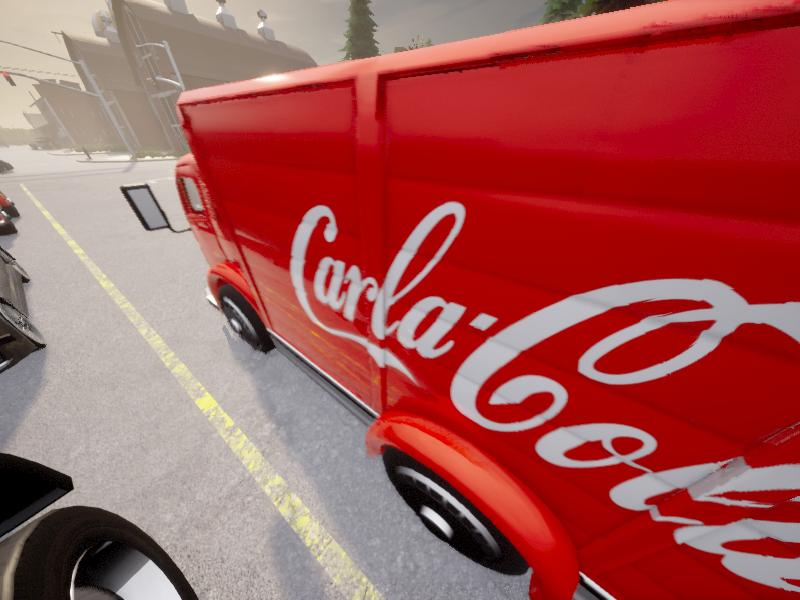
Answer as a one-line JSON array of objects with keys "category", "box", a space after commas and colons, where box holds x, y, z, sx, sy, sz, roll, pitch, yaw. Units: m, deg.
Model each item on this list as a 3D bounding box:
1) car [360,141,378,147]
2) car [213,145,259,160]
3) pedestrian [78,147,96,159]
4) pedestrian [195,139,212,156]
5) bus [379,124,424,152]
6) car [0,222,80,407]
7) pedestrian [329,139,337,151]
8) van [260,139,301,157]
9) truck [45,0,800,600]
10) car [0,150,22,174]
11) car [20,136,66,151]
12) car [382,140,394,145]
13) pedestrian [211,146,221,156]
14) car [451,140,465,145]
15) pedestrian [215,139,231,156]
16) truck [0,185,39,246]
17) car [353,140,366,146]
[{"category": "car", "box": [-8.937, -44.680, 66.096, 4.902, 1.511, 2.128, 21, 40, 27]}, {"category": "car", "box": [-20.552, -18.655, 29.131, 1.994, 1.385, 4.181, 22, 41, 28]}, {"category": "pedestrian", "box": [-33.743, -15.816, 24.884, 0.500, 1.100, 0.500, 1, 35, 1]}, {"category": "pedestrian", "box": [-25.189, -19.504, 29.569, 0.751, 1.860, 0.751, 11, 37, 15]}, {"category": "bus", "box": [0.583, -33.737, 48.201, 3.944, 4.253, 10.273, 22, 41, 28]}, {"category": "car", "box": [-6.375, -0.092, 2.710, 4.902, 1.511, 2.128, 22, 41, 28]}, {"category": "pedestrian", "box": [-12.677, -29.377, 43.683, 0.751, 1.860, 0.751, 22, 40, 28]}, {"category": "van", "box": [-17.002, -21.833, 33.086, 2.069, 2.038, 4.480, 22, 41, 28]}, {"category": "truck", "box": [-0.051, -0.366, 2.294, 5.204, 2.467, 2.627, 22, 40, 28]}, {"category": "car", "box": [-29.977, -9.175, 15.573, 1.994, 1.385, 4.181, 4, 35, 5]}, {"category": "car", "box": [-65.231, -28.689, 42.292, 3.866, 1.878, 1.905, -6, 41, -6]}, {"category": "car", "box": [-4.491, -60.911, 89.168, 4.193, 1.474, 1.816, 16, 38, 21]}, {"category": "pedestrian", "box": [-24.213, -19.591, 30.360, 0.500, 1.100, 0.500, 16, 38, 21]}, {"category": "car", "box": [22.811, -62.003, 90.868, 5.008, 1.535, 1.882, 22, 41, 28]}, {"category": "pedestrian", "box": [-23.728, -20.495, 30.988, 0.751, 1.860, 0.751, 18, 39, 23]}, {"category": "truck", "box": [-12.587, -2.885, 5.778, 5.204, 2.467, 2.627, 22, 40, 27]}, {"category": "car", "box": [-13.451, -52.057, 76.526, 1.816, 1.474, 4.193, 22, 40, 27]}]
